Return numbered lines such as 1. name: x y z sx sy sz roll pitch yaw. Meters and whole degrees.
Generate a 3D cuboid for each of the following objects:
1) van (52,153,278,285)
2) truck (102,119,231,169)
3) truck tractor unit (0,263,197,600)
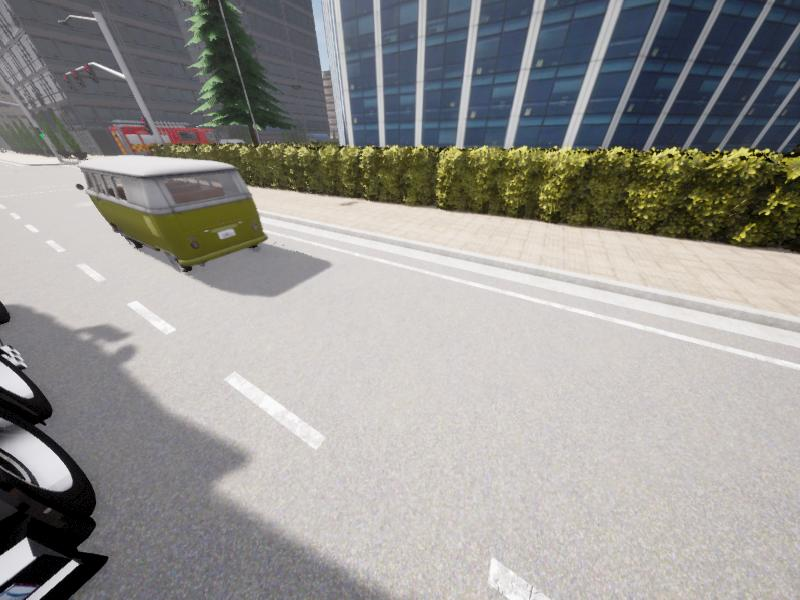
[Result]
1. van: -5.386 -2.175 5.426 4.442 1.987 1.775 18 39 24
2. truck: -24.138 -16.695 24.808 2.891 3.827 8.468 18 39 24
3. truck tractor unit: -5.110 -0.302 0.782 6.516 4.208 3.053 18 39 24
